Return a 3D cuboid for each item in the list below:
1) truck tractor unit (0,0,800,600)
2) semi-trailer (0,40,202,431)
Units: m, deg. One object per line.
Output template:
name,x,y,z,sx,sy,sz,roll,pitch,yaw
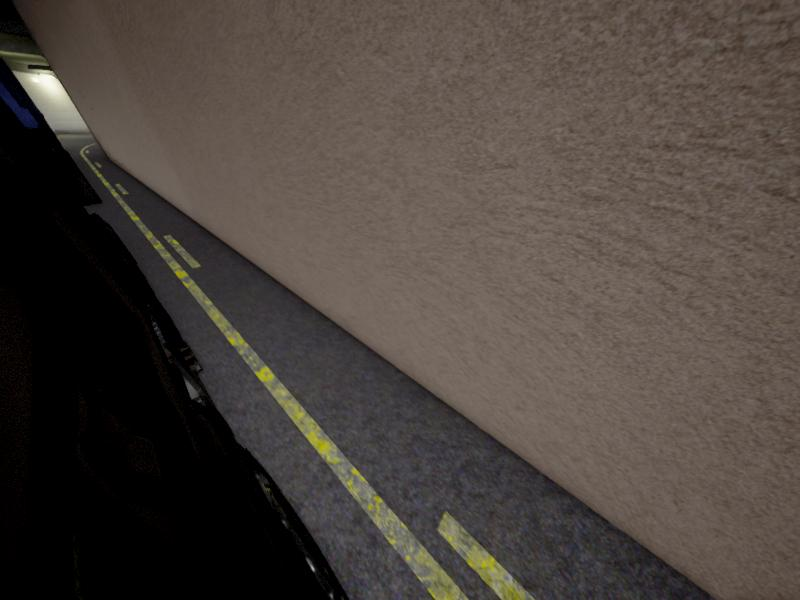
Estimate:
truck tractor unit,-2.645,-0.295,0.351,6.516,4.208,3.053,28,44,30
semi-trailer,-8.708,-3.602,4.212,14.254,4.402,2.717,28,44,30
